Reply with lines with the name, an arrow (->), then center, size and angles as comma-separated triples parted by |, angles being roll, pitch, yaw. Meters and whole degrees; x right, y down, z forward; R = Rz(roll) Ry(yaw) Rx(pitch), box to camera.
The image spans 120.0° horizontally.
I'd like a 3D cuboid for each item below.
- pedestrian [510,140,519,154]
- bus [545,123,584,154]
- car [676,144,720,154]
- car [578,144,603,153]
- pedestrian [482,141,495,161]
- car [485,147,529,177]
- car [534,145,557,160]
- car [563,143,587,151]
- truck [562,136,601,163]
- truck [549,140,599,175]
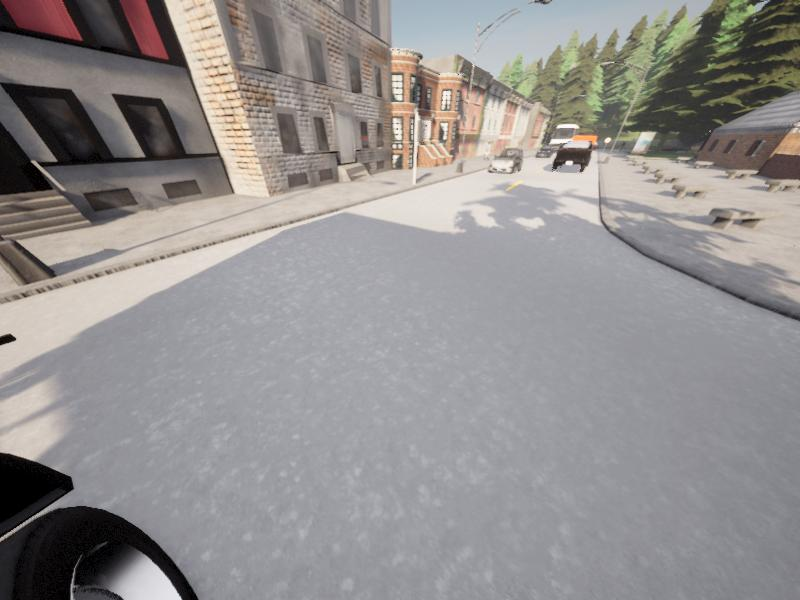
pedestrian -> 19.005, -25.391, 38.253 | 0.751, 1.860, 0.751 | 25, 42, 30
bus -> 30.731, -29.918, 42.920 | 3.944, 4.253, 10.273 | 22, 41, 28
car -> 63.236, -32.223, 49.179 | 5.366, 1.575, 1.801 | 22, 41, 28
car -> 42.872, -34.168, 51.955 | 5.027, 1.651, 2.152 | -20, 40, -26
pedestrian -> 9.858, -16.708, 25.861 | 0.751, 1.860, 0.751 | 27, 43, 32
car -> 8.279, -10.672, 17.724 | 1.851, 1.617, 3.988 | 22, 41, 28
car -> 19.291, -19.654, 30.627 | 1.845, 1.501, 3.633 | 22, 40, 28
car -> 41.693, -36.535, 55.128 | 5.366, 1.575, 1.801 | -16, 38, -22
truck -> 21.387, -17.767, 27.147 | 2.627, 2.467, 5.204 | 23, 41, 29
truck -> 14.774, -12.206, 19.526 | 2.390, 2.098, 6.274 | 23, 41, 28
